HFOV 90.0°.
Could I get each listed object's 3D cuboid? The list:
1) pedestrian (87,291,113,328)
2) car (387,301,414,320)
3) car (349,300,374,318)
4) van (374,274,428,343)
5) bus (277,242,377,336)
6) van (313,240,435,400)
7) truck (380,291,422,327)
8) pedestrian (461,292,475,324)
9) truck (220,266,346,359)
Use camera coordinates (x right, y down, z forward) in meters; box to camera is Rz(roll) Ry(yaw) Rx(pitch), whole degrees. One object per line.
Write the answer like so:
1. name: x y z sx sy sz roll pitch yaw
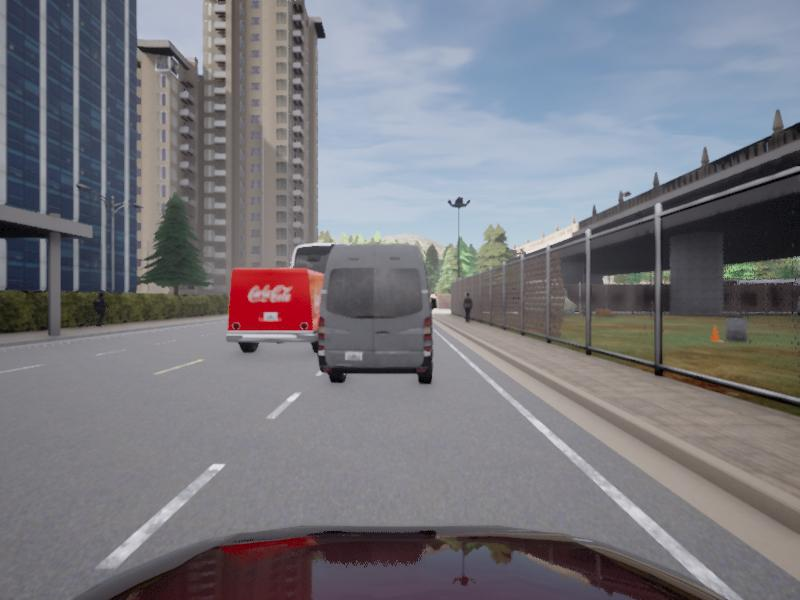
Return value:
1. pedestrian: -15.401 0.470 20.545 0.751 1.860 0.751 0 0 -1
2. car: 0.070 0.812 33.999 2.128 1.511 4.902 0 0 0
3. car: -3.425 0.775 36.813 1.801 1.575 5.366 0 0 0
4. van: 0.040 0.310 17.806 1.988 2.561 5.915 0 0 0
5. bus: -3.574 -0.546 23.168 3.944 4.253 10.273 0 0 0
6. van: -0.246 0.316 9.434 1.988 2.561 5.915 0 0 4
7. truck: 0.053 0.524 26.224 2.390 2.098 6.274 0 0 0
8. pedestrian: 4.032 0.468 23.803 0.751 1.860 0.751 0 0 17
9. truck: -3.473 0.344 13.267 2.627 2.467 5.204 0 0 0
